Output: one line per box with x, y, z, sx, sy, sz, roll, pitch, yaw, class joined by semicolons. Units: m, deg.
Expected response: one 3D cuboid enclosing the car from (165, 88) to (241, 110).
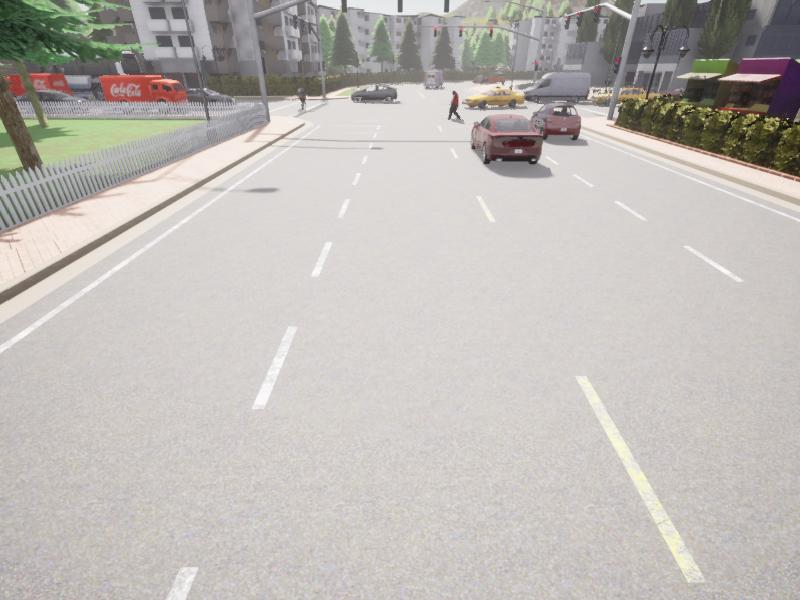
-15.991;-16.458;32.707;4.902;1.511;2.128;1;30;2;car

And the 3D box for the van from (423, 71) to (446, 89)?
5.652;-35.565;64.512;2.351;2.431;6.366;8;31;14;van

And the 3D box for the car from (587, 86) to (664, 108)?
19.391;-17.617;34.626;5.366;1.575;1.801;1;30;2;car

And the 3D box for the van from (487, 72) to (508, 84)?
19.448;-44.071;79.524;1.775;1.987;4.442;27;39;37;van

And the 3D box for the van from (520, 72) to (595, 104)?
14.717;-20.051;37.841;5.915;2.561;1.988;3;31;5;van

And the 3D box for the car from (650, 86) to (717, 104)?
26.453;-19.200;37.470;4.674;1.442;1.812;1;30;2;car

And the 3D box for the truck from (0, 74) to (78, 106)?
-32.982;-18.944;36.012;5.204;2.467;2.627;1;30;2;truck

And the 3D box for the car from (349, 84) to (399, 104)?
-2.411;-19.753;38.333;4.514;1.525;2.007;1;30;2;car

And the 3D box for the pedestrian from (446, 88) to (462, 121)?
3.395;-12.302;25.195;0.751;1.860;0.751;0;30;0;pedestrian

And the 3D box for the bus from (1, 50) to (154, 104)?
-30.463;-21.373;38.406;10.273;4.253;3.944;1;30;2;bus

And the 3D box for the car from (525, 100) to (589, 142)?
7.585;-8.885;19.718;1.845;1.501;3.633;2;30;3;car

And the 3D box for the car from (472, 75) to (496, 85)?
17.275;-45.176;82.061;5.027;1.651;2.152;-24;38;-35;car

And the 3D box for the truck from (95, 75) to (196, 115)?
-18.573;-15.153;29.520;5.204;2.467;2.627;1;30;2;truck

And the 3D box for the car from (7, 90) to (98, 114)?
-25.926;-14.863;29.992;4.892;1.490;1.837;1;30;2;car

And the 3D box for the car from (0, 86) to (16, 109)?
-35.743;-16.862;33.287;5.027;1.651;2.152;1;30;2;car

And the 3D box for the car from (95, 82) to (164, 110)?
-22.062;-16.730;32.795;3.866;1.878;1.905;1;30;2;car

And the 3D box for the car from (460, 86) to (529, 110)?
7.788;-16.758;33.153;5.366;1.575;1.801;-12;32;-20;car

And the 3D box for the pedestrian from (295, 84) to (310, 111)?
-7.544;-15.705;31.021;0.751;1.860;0.751;2;30;3;pedestrian

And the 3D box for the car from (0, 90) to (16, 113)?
-32.482;-14.981;30.194;4.892;1.490;1.837;1;30;2;car

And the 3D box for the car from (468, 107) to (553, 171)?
3.930;-6.271;15.234;1.882;1.535;5.008;0;30;0;car

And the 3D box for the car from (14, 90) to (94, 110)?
-28.535;-16.591;33.147;4.718;1.301;1.895;1;30;2;car
